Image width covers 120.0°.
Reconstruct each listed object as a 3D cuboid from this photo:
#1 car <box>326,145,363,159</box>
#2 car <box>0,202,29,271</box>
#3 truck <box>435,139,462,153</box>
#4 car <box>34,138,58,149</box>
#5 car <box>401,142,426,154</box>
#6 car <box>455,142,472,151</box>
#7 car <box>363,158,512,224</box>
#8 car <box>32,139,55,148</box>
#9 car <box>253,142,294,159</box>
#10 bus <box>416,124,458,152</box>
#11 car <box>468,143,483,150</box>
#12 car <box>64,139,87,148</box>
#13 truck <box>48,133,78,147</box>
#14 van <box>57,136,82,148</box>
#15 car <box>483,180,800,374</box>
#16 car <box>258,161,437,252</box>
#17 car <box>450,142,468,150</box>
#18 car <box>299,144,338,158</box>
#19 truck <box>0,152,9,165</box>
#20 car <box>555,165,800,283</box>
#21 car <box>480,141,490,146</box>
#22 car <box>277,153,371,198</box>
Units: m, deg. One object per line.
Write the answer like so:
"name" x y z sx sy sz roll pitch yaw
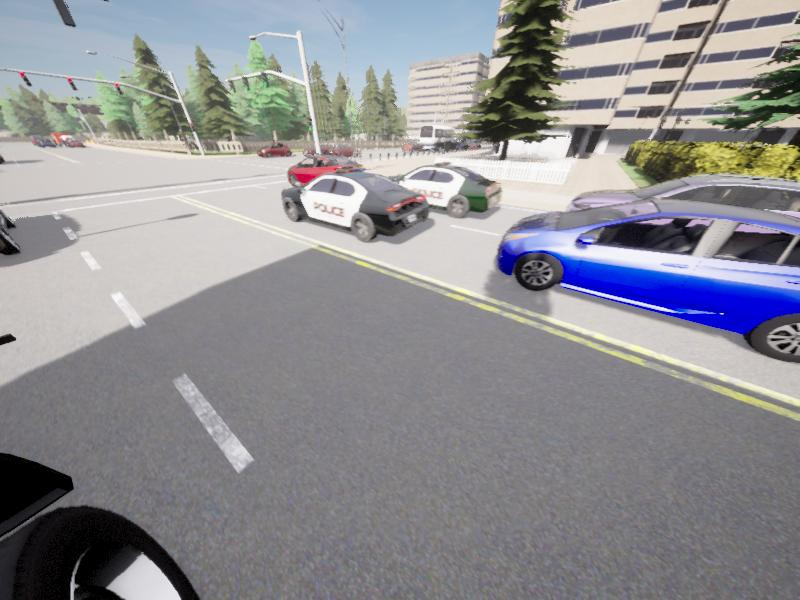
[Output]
"car" -7.179 -19.285 30.068 1.994 1.385 4.181 28 44 34
"car" -10.583 -1.855 5.008 5.238 1.638 1.930 22 41 28
"truck" 9.405 -30.008 44.880 2.390 2.098 6.274 23 41 29
"car" -71.635 -31.732 46.779 3.988 1.617 1.851 22 41 28
"car" 2.427 -27.576 41.753 2.152 1.651 5.027 22 40 28
"car" 13.818 -33.274 50.120 1.816 1.474 4.193 22 41 28
"car" 1.210 -4.363 8.814 4.974 1.542 2.038 22 41 28
"car" -77.170 -33.909 49.992 5.357 1.411 2.033 22 41 28
"car" -16.290 -19.403 29.919 1.851 1.617 3.988 24 41 29
"bus" 7.746 -33.087 47.367 3.944 4.253 10.273 22 41 28
"car" 17.997 -36.629 55.034 1.994 1.385 4.181 22 41 28
"car" -67.162 -32.308 47.764 3.806 1.475 1.970 22 40 28
"truck" -79.607 -37.806 54.567 5.204 2.467 2.627 22 41 28
"van" -72.284 -34.634 50.520 4.480 2.038 2.069 22 41 28
"car" 4.047 -0.742 3.703 4.514 1.525 2.007 22 41 28
"car" -1.671 -3.083 6.958 4.974 1.542 2.038 22 41 28
"car" 14.180 -37.085 55.513 2.128 1.511 4.902 22 41 28
"car" -10.889 -20.166 31.211 1.812 1.442 4.674 22 41 28
"truck" -38.367 -13.563 20.592 5.204 2.467 2.627 22 41 28
"car" 6.906 -2.073 5.541 4.856 1.649 2.033 22 41 28
"car" 31.626 -58.301 85.859 1.801 1.575 5.366 22 41 28
"car" -3.859 -6.480 11.765 4.514 1.525 2.007 24 41 29
